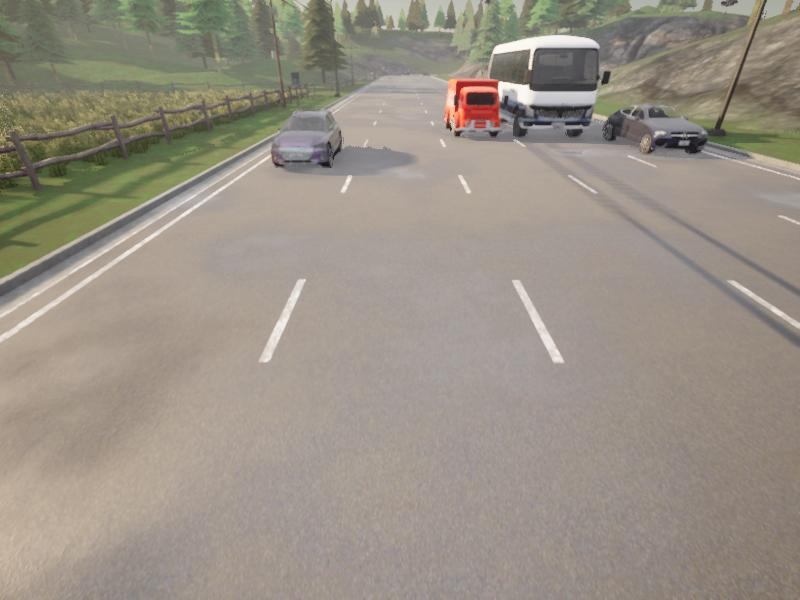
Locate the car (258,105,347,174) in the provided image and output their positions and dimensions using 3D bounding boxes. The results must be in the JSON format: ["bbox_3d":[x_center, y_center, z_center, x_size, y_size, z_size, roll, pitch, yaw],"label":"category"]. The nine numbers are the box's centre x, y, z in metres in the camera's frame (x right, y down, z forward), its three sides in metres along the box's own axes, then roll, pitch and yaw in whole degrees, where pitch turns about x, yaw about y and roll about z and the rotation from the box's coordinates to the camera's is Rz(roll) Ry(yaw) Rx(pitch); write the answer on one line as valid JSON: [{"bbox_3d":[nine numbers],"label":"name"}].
[{"bbox_3d":[-3.319,-6.080,14.783,2.033,1.649,4.856,0,30,0],"label":"car"}]

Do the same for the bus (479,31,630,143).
[{"bbox_3d":[7.335,-11.635,21.687,3.944,4.253,10.273,0,30,0],"label":"bus"}]

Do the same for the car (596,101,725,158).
[{"bbox_3d":[10.695,-7.406,17.062,2.152,1.651,5.027,0,30,0],"label":"car"}]

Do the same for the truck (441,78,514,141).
[{"bbox_3d":[3.706,-9.848,20.395,2.627,2.467,5.204,0,30,0],"label":"truck"}]
